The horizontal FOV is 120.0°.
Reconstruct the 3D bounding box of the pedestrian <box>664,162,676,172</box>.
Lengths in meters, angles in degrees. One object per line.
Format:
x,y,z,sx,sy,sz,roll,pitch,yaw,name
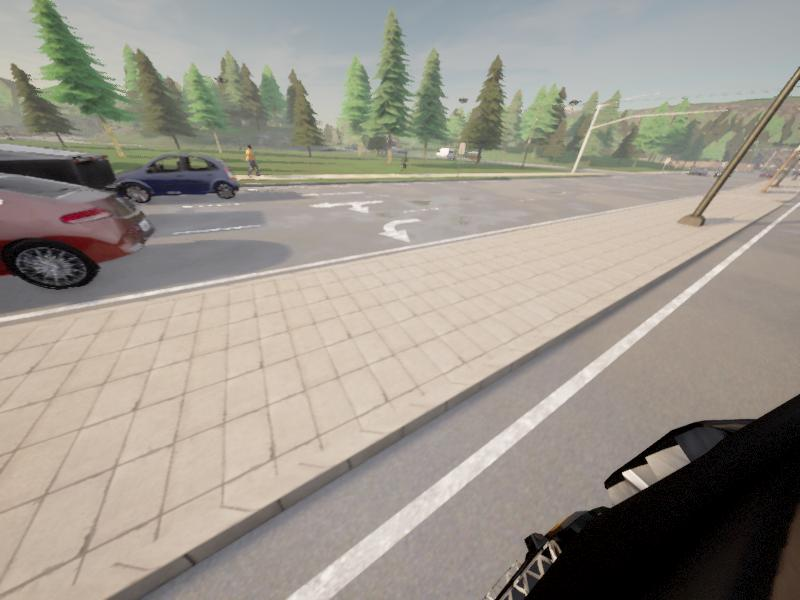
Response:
60.968,-29.993,52.160,0.751,1.860,0.751,-17,39,-28,pedestrian

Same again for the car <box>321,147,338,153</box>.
-20.988,-44.608,68.674,1.895,1.301,4.718,20,37,24,car

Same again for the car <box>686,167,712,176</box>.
61.702,-26.522,47.604,4.974,1.542,2.038,-17,38,-27,car

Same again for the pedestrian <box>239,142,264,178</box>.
-9.422,-8.890,14.692,0.751,1.860,0.751,-20,40,-30,pedestrian

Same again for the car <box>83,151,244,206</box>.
-8.927,-4.978,9.359,3.988,1.617,1.851,-16,38,-27,car

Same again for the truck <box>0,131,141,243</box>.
-10.677,-2.411,4.889,6.274,2.098,2.390,-16,38,-27,truck

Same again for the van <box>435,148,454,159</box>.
13.163,-43.929,69.177,1.988,2.561,5.915,-16,38,-26,van

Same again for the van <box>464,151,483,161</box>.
20.506,-40.303,64.759,2.069,2.038,4.480,-16,38,-26,van

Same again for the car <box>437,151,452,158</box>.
14.935,-49.431,78.500,1.930,1.638,5.238,-16,38,-26,car

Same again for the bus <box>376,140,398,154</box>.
-5.090,-58.630,88.470,3.944,4.253,10.273,-16,38,-26,bus

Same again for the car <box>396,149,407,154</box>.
0.721,-59.566,92.724,1.930,1.638,5.238,-16,38,-26,car

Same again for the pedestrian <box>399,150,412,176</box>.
0.446,-11.818,19.902,0.751,1.860,0.751,-15,38,-25,pedestrian

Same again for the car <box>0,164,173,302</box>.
-7.240,-0.980,3.426,5.027,1.651,2.152,-16,38,-27,car

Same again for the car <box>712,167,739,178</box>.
63.955,-24.996,45.383,4.856,1.649,2.033,-17,38,-27,car
